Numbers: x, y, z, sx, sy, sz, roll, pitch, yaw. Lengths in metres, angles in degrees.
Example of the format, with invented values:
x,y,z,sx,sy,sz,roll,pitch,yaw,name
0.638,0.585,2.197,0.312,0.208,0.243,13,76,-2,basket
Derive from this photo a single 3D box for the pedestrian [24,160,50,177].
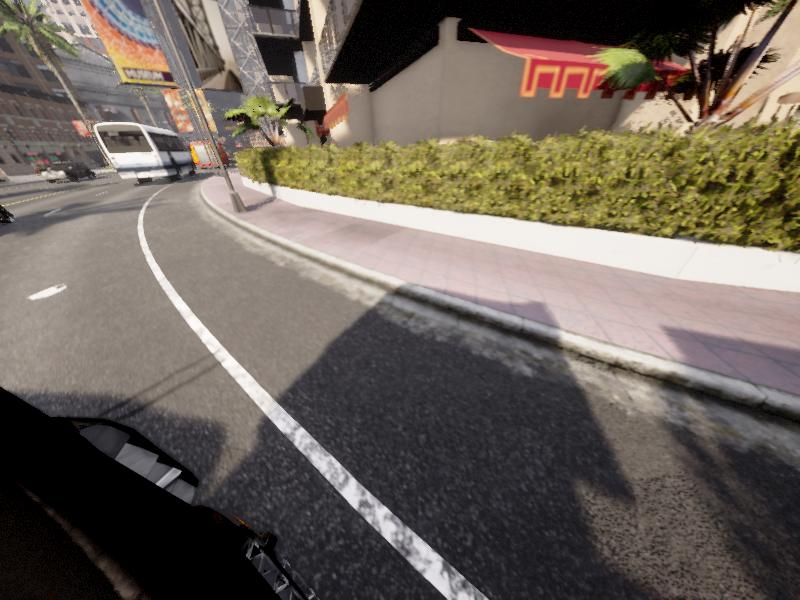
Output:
x,y,z,sx,sy,sz,roll,pitch,yaw,name
-47.803,-17.253,30.415,0.751,1.860,0.751,-11,35,-12,pedestrian

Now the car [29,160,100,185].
x,y,z,sx,sy,sz,roll,pitch,yaw,name
-35.595,-13.764,24.768,1.932,1.855,4.605,-14,37,-16,car

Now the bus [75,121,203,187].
x,y,z,sx,sy,sz,roll,pitch,yaw,name
-23.636,-14.040,22.306,3.944,4.253,10.273,-16,36,-20,bus

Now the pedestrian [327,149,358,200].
x,y,z,sx,sy,sz,roll,pitch,yaw,name
-2.504,-5.497,10.148,0.751,1.860,0.751,-30,43,-34,pedestrian

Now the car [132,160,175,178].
x,y,z,sx,sy,sz,roll,pitch,yaw,name
-29.329,-15.704,27.615,1.970,1.475,3.806,-14,36,-17,car

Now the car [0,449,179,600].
x,y,z,sx,sy,sz,roll,pitch,yaw,name
-4.280,1.436,0.579,5.366,1.575,1.801,1,34,3,car

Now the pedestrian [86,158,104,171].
x,y,z,sx,sy,sz,roll,pitch,yaw,name
-50.388,-22.394,38.195,0.751,1.860,0.751,-14,36,-16,pedestrian

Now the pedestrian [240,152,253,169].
x,y,z,sx,sy,sz,roll,pitch,yaw,name
-19.756,-18.027,29.796,0.751,1.860,0.751,-14,36,-16,pedestrian

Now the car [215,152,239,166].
x,y,z,sx,sy,sz,roll,pitch,yaw,name
-33.364,-27.412,44.706,2.150,2.045,5.566,-13,36,-16,car

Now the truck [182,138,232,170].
x,y,z,sx,sy,sz,roll,pitch,yaw,name
-30.022,-23.139,36.572,2.891,3.827,8.468,-13,35,-16,truck

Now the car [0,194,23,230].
x,y,z,sx,sy,sz,roll,pitch,yaw,name
-15.933,-2.887,7.882,1.994,1.385,4.181,-27,41,-32,car
